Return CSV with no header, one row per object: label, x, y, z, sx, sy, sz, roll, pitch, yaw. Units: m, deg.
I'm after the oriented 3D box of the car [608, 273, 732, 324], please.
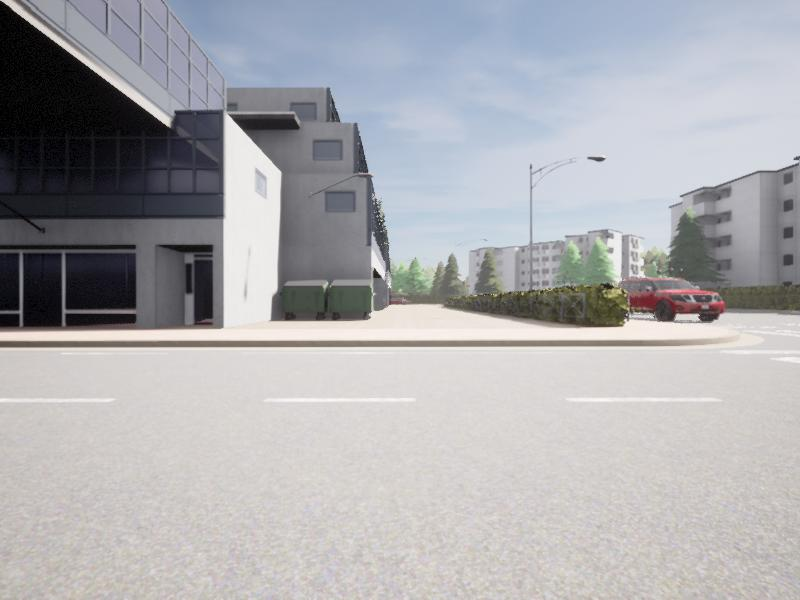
car,12.394,-0.052,19.000,2.150,2.045,5.566,0,0,0
